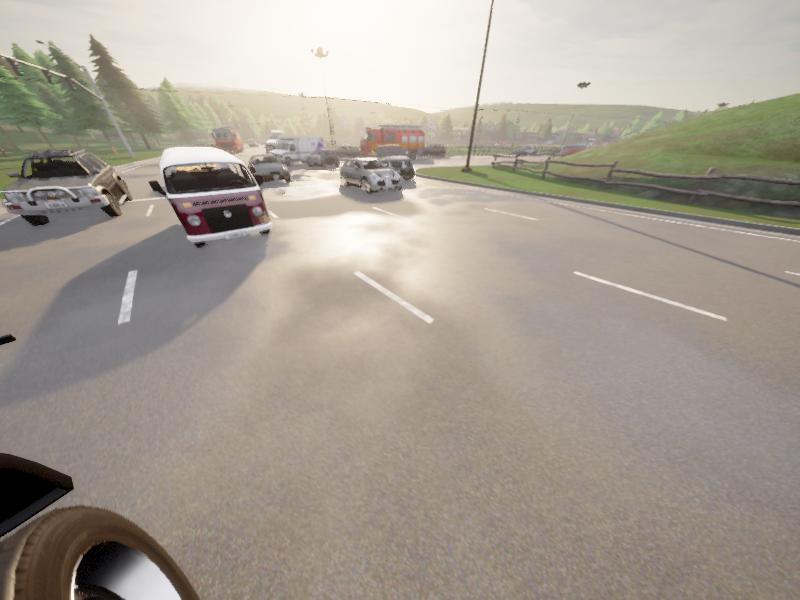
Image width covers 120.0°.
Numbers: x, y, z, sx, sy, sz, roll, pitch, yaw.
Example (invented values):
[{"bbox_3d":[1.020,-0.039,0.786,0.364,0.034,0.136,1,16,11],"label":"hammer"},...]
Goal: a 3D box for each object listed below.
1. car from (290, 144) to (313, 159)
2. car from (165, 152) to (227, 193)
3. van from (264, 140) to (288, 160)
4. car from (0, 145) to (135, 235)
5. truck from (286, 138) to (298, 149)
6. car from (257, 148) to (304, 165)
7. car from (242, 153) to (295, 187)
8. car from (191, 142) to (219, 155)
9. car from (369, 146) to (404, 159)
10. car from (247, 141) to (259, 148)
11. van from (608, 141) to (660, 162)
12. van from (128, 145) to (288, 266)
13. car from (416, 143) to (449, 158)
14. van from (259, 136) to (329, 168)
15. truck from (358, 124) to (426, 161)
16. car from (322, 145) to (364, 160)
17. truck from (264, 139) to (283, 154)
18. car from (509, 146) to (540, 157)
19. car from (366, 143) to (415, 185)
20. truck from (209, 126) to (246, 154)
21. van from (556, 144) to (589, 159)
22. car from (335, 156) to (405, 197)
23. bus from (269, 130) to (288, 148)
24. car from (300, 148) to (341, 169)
[{"bbox_3d":[-14.430,-21.785,33.716,2.242,1.667,4.611,-15,38,-22],"label":"car"},{"bbox_3d":[-11.563,-7.483,13.246,1.882,1.535,5.008,-22,41,-29],"label":"car"},{"bbox_3d":[-16.578,-20.010,30.791,2.069,2.038,4.480,-16,38,-23],"label":"van"},{"bbox_3d":[-11.336,-4.066,8.000,1.932,1.855,4.605,-23,44,-30],"label":"car"},{"bbox_3d":[-30.158,-43.794,64.504,2.627,2.467,5.204,-12,36,-18],"label":"truck"},{"bbox_3d":[-13.348,-16.283,26.061,1.994,1.385,4.181,16,38,21],"label":"car"},{"bbox_3d":[-8.301,-8.258,14.477,1.816,1.474,4.193,-22,41,-29],"label":"car"},{"bbox_3d":[-32.718,-25.588,38.923,2.152,1.651,5.027,-13,37,-18],"label":"car"},{"bbox_3d":[-1.971,-22.338,34.901,4.792,1.488,2.163,-13,37,-19],"label":"car"},{"bbox_3d":[-42.810,-45.493,67.468,2.152,1.651,5.027,-12,37,-18],"label":"car"},{"bbox_3d":[35.473,-22.583,35.085,6.366,2.431,2.351,-13,37,-18],"label":"van"},{"bbox_3d":[-5.164,-2.974,6.400,2.069,2.038,4.480,-24,43,-31],"label":"van"},{"bbox_3d":[5.215,-24.152,37.304,4.605,1.855,1.932,-12,37,-19],"label":"car"},{"bbox_3d":[-10.538,-15.376,23.872,2.351,2.431,6.366,14,37,19],"label":"van"},{"bbox_3d":[-0.991,-21.366,31.458,8.468,3.827,2.891,-13,37,-19],"label":"truck"},{"bbox_3d":[-7.879,-20.514,32.041,5.027,1.651,2.152,-21,40,-29],"label":"car"},{"bbox_3d":[-23.472,-28.604,43.020,2.390,2.098,6.274,-13,37,-18],"label":"truck"},{"bbox_3d":[23.537,-28.143,43.683,4.974,1.542,2.038,-13,37,-18],"label":"car"},{"bbox_3d":[-0.856,-9.694,16.181,2.150,2.045,5.566,-10,36,-11],"label":"car"},{"bbox_3d":[-30.271,-28.330,40.989,2.891,3.827,8.468,-12,37,-18],"label":"truck"},{"bbox_3d":[29.406,-25.343,39.348,4.442,1.987,1.775,-13,37,-18],"label":"van"},{"bbox_3d":[-1.663,-6.757,12.426,1.970,1.475,3.806,-23,41,-30],"label":"car"},{"bbox_3d":[-37.066,-49.297,70.750,3.944,4.253,10.273,-12,37,-18],"label":"bus"},{"bbox_3d":[-7.444,-13.599,22.148,1.845,1.501,3.633,10,36,13],"label":"car"}]
